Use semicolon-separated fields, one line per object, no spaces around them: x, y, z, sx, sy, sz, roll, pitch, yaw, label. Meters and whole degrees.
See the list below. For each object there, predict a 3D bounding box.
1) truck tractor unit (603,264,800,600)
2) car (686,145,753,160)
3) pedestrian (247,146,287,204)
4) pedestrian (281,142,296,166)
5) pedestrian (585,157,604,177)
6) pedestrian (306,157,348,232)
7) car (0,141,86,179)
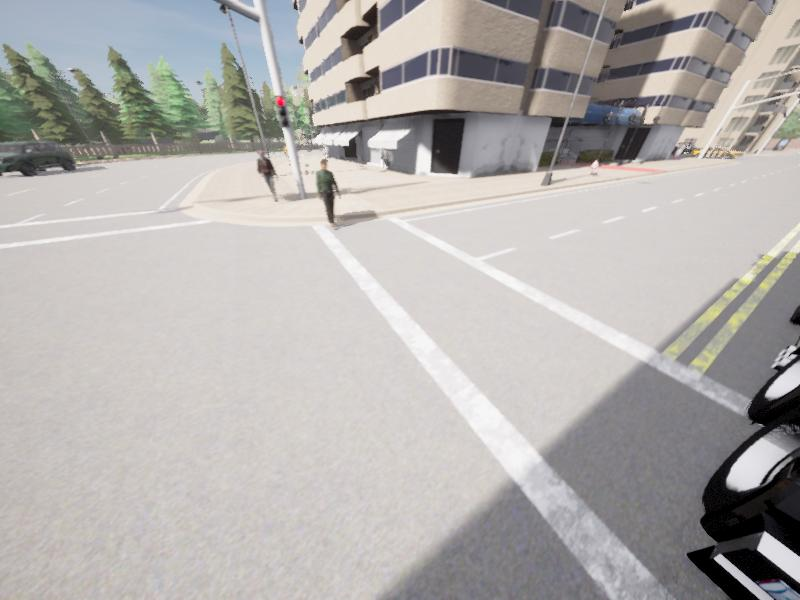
5.105;-0.306;0.790;6.516;4.208;3.053;-18;39;-24;truck tractor unit
46.295;-21.581;33.692;1.801;1.575;5.366;-13;37;-17;car
-5.001;-4.773;8.837;0.751;1.860;0.751;-11;37;-16;pedestrian
-10.228;-13.420;21.221;0.751;1.860;0.751;-19;39;-25;pedestrian
13.461;-9.201;15.986;0.500;1.100;0.500;-18;39;-24;pedestrian
-2.114;-3.094;6.795;0.751;1.860;0.751;-14;37;-19;pedestrian
-27.749;-10.552;17.184;2.150;2.045;5.566;-9;37;-12;car
